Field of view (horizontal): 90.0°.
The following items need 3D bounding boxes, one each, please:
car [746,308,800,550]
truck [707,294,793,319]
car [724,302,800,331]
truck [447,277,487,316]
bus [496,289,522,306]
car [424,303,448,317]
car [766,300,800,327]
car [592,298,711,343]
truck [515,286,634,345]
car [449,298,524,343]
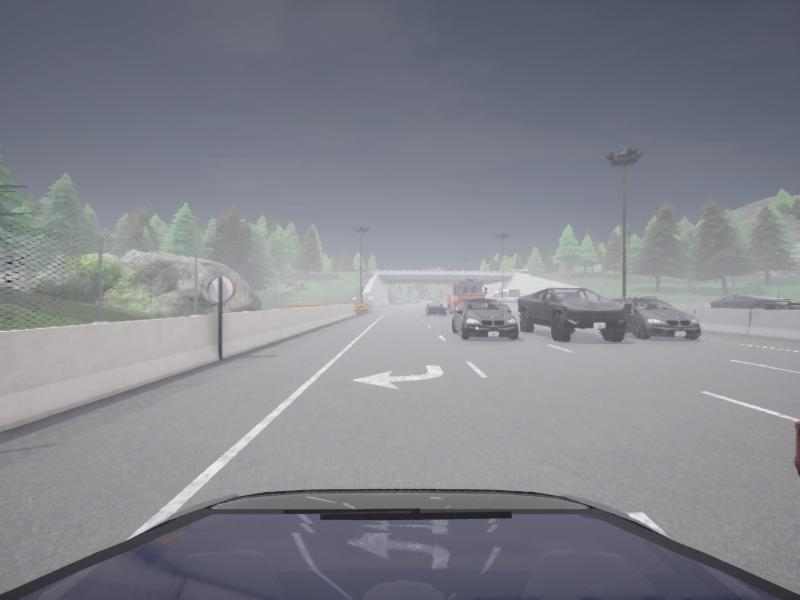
[{"bbox_3d":[3.491,0.823,0.442,1.882,1.535,5.008,0,0,0],"label":"car"},{"bbox_3d":[31.502,0.542,36.405,2.390,2.098,6.274,0,0,0],"label":"truck"},{"bbox_3d":[20.999,0.854,22.694,1.816,1.474,4.193,0,0,0],"label":"car"},{"bbox_3d":[6.994,-0.322,43.135,2.891,3.827,8.468,0,0,0],"label":"truck"},{"bbox_3d":[27.881,-0.540,103.176,3.944,4.253,10.273,0,0,0],"label":"bus"},{"bbox_3d":[3.500,0.943,39.448,1.895,1.301,4.718,0,0,0],"label":"car"},{"bbox_3d":[24.503,0.788,23.739,1.851,1.617,3.988,0,0,0],"label":"car"},{"bbox_3d":[10.502,0.756,17.250,2.242,1.667,4.611,0,0,0],"label":"car"},{"bbox_3d":[6.999,0.542,17.128,2.390,2.098,6.274,0,0,0],"label":"truck"},{"bbox_3d":[3.499,0.756,17.220,2.242,1.667,4.611,0,0,0],"label":"car"}]
